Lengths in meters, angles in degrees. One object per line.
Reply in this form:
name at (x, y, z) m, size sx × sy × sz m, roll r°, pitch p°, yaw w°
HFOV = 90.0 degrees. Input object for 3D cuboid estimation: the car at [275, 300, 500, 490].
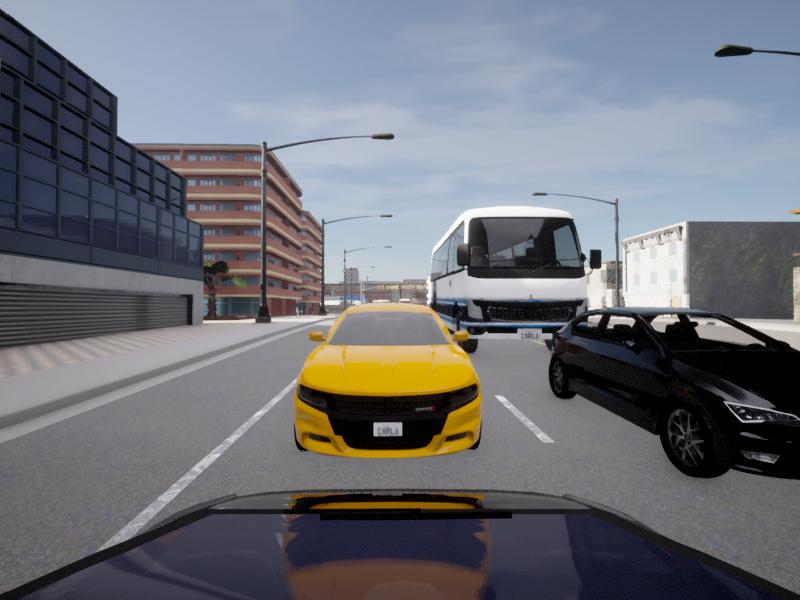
car at (-0.158, 0.790, 5.854) m, size 1.882 × 1.535 × 5.008 m, roll 0°, pitch 1°, yaw -1°

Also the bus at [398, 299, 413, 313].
bus at (1.565, 1.823, 119.627) m, size 3.944 × 4.253 × 10.273 m, roll 0°, pitch -1°, yaw -1°

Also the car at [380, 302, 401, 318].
car at (-0.859, 0.945, 37.037) m, size 1.812 × 1.442 × 4.674 m, roll 0°, pitch -2°, yaw -1°

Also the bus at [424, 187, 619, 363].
bus at (3.261, -0.654, 14.845) m, size 3.944 × 4.253 × 10.273 m, roll 0°, pitch 1°, yaw -1°

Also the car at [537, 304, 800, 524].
car at (3.366, 0.830, 4.942) m, size 1.816 × 1.474 × 4.193 m, roll 0°, pitch 0°, yaw -1°

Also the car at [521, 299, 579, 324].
car at (9.874, 0.707, 26.801) m, size 1.882 × 1.535 × 5.008 m, roll 0°, pitch -1°, yaw -1°
